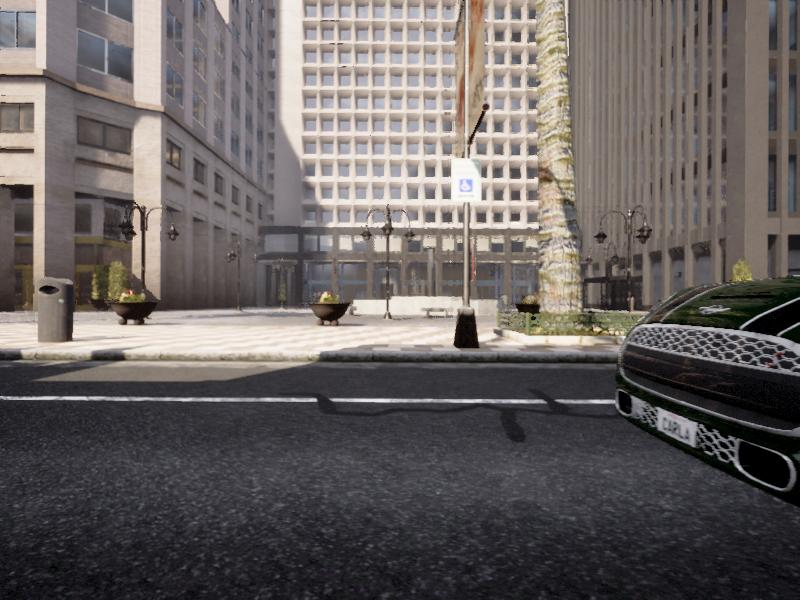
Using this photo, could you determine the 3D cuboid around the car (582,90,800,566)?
[{"bbox_3d":[3.759,0.113,2.202,4.553,1.767,2.097,0,0,0],"label":"car"}]
